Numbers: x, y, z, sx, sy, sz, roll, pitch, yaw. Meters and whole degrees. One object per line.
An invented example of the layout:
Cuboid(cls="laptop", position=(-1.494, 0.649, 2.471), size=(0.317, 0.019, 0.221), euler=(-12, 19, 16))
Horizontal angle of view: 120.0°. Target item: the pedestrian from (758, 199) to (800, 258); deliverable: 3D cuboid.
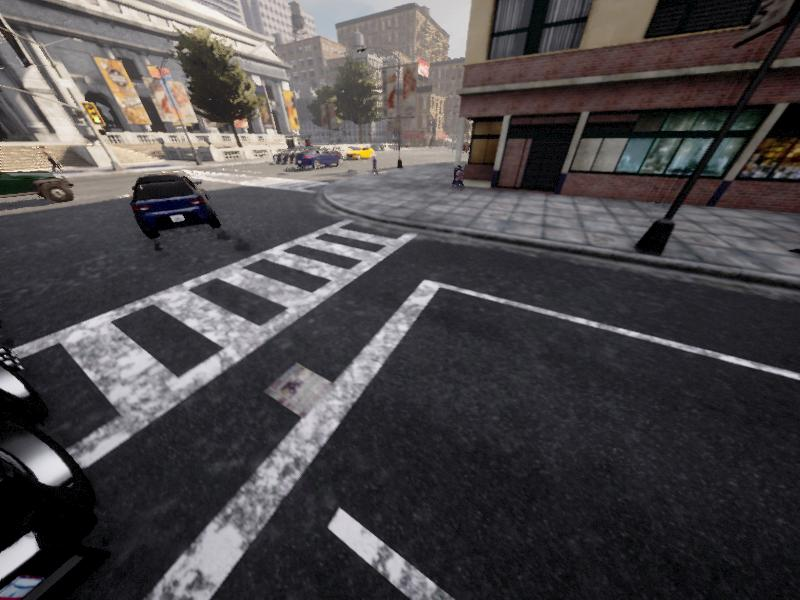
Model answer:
Cuboid(cls="pedestrian", position=(8.769, -1.814, 4.595), size=(0.751, 1.860, 0.751), euler=(14, 37, 19))

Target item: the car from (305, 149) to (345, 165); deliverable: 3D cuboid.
Cuboid(cls="car", position=(-8.674, -16.892, 27.140), size=(1.994, 1.385, 4.181), euler=(17, 38, 23))

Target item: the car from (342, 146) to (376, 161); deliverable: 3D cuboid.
Cuboid(cls="car", position=(-5.536, -20.398, 32.000), size=(1.882, 1.535, 5.008), euler=(16, 38, 22))

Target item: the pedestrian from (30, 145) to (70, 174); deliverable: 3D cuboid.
Cuboid(cls="pedestrian", position=(-27.242, -10.954, 18.034), size=(0.751, 1.860, 0.751), euler=(11, 36, 16))

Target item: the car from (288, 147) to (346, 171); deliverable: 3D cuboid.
Cuboid(cls="car", position=(-7.813, -13.758, 22.408), size=(2.152, 1.651, 5.027), euler=(17, 38, 23))

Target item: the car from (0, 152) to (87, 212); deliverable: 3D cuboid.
Cuboid(cls="car", position=(-16.446, -4.726, 9.278), size=(1.905, 1.878, 3.866), euler=(17, 38, 23))

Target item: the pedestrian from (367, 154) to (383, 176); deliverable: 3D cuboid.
Cuboid(cls="pedestrian", position=(-1.729, -9.382, 16.045), size=(0.751, 1.300, 0.751), euler=(16, 38, 22))

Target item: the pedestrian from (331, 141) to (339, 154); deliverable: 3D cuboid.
Cuboid(cls="pedestrian", position=(-11.405, -26.660, 40.453), size=(0.751, 1.860, 0.751), euler=(17, 38, 23))

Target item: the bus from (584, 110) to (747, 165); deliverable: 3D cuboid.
Cuboid(cls="bus", position=(27.325, -17.530, 25.228), size=(10.273, 4.253, 3.944), euler=(16, 38, 23))

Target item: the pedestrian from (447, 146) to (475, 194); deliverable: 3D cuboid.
Cuboid(cls="pedestrian", position=(2.751, -5.946, 10.581), size=(0.751, 1.860, 0.751), euler=(21, 40, 28))

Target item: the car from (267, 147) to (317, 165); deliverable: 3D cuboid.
Cuboid(cls="car", position=(-12.559, -17.025, 27.239), size=(2.128, 1.511, 4.902), euler=(17, 38, 23))

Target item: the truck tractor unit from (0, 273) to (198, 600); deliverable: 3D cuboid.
Cuboid(cls="truck tractor unit", position=(-5.127, -0.284, 0.763), size=(6.516, 4.208, 3.053), euler=(18, 38, 24))

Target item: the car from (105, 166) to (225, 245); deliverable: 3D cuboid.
Cuboid(cls="car", position=(-7.387, -3.338, 7.570), size=(1.816, 1.474, 4.193), euler=(-25, 42, -30))
